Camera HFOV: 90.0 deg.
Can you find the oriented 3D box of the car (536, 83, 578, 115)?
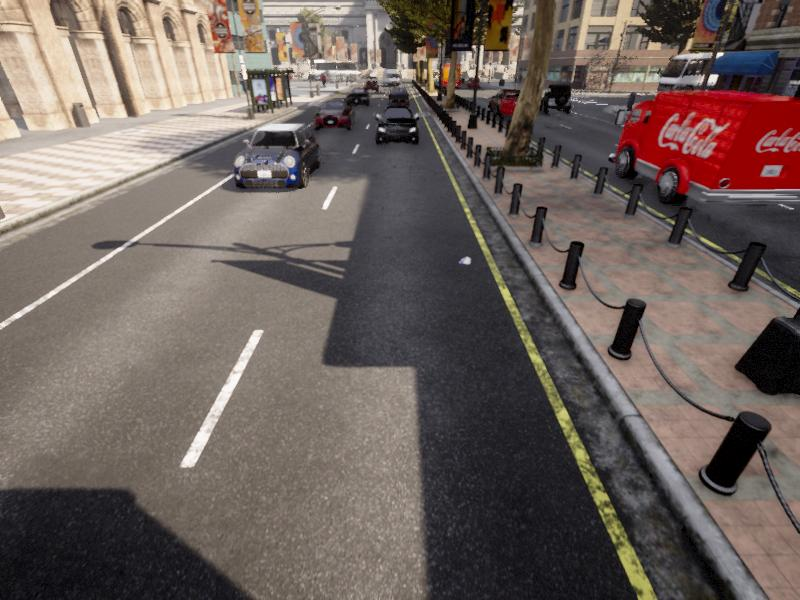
[{"bbox_3d":[11.646,-15.116,29.995,1.905,1.878,3.866,3,31,6],"label":"car"}]

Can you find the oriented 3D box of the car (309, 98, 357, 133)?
[{"bbox_3d":[-3.617,-10.414,22.462,1.994,1.385,4.181,0,30,0],"label":"car"}]

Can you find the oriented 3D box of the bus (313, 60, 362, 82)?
[{"bbox_3d":[-13.833,-51.405,89.726,10.273,4.253,3.944,0,30,0],"label":"bus"}]

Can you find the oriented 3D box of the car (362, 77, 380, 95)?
[{"bbox_3d":[-3.604,-26.885,50.125,1.905,1.878,3.866,0,30,0],"label":"car"}]

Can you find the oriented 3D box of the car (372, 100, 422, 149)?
[{"bbox_3d":[-0.116,-8.321,18.717,2.038,1.542,4.974,0,31,0],"label":"car"}]

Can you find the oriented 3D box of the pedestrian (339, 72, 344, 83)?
[{"bbox_3d":[-11.624,-44.152,79.344,0.751,1.860,0.751,1,30,1],"label":"pedestrian"}]

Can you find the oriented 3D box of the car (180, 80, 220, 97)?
[{"bbox_3d":[-22.930,-24.405,46.097,2.161,1.482,4.786,0,30,0],"label":"car"}]

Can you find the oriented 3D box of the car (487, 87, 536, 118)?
[{"bbox_3d":[7.851,-14.270,28.768,2.242,1.667,4.611,0,30,0],"label":"car"}]

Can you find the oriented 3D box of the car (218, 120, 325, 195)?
[{"bbox_3d":[-3.626,-4.457,12.166,1.970,1.475,3.806,0,30,0],"label":"car"}]

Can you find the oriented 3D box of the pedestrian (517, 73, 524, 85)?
[{"bbox_3d":[21.034,-38.740,70.095,0.751,1.860,0.751,1,30,2],"label":"pedestrian"}]

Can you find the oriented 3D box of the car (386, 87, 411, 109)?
[{"bbox_3d":[-0.087,-17.579,34.699,2.033,1.411,5.357,0,30,0],"label":"car"}]

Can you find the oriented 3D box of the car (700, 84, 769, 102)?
[{"bbox_3d":[33.053,-20.511,39.623,4.892,1.490,1.837,0,30,-1],"label":"car"}]

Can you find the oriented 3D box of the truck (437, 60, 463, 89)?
[{"bbox_3d":[7.896,-36.303,64.326,2.891,3.827,8.468,0,30,0],"label":"truck"}]

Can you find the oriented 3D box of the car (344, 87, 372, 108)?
[{"bbox_3d":[-3.590,-17.649,34.844,1.994,1.385,4.181,0,30,0],"label":"car"}]

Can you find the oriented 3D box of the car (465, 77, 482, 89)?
[{"bbox_3d":[11.392,-33.798,62.238,1.851,1.617,3.988,0,30,0],"label":"car"}]

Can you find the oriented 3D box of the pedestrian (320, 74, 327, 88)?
[{"bbox_3d":[-11.749,-33.846,61.714,0.751,1.860,0.751,2,30,4],"label":"pedestrian"}]

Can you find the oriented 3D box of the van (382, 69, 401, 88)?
[{"bbox_3d":[-1.454,-37.358,67.402,1.988,2.561,5.915,-7,31,-11],"label":"van"}]

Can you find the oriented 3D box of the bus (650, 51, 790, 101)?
[{"bbox_3d":[32.995,-23.411,41.843,10.273,4.253,3.944,-1,30,0],"label":"bus"}]

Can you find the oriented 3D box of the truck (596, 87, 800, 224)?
[{"bbox_3d":[7.863,-4.086,10.552,2.627,2.467,5.204,0,30,0],"label":"truck"}]
